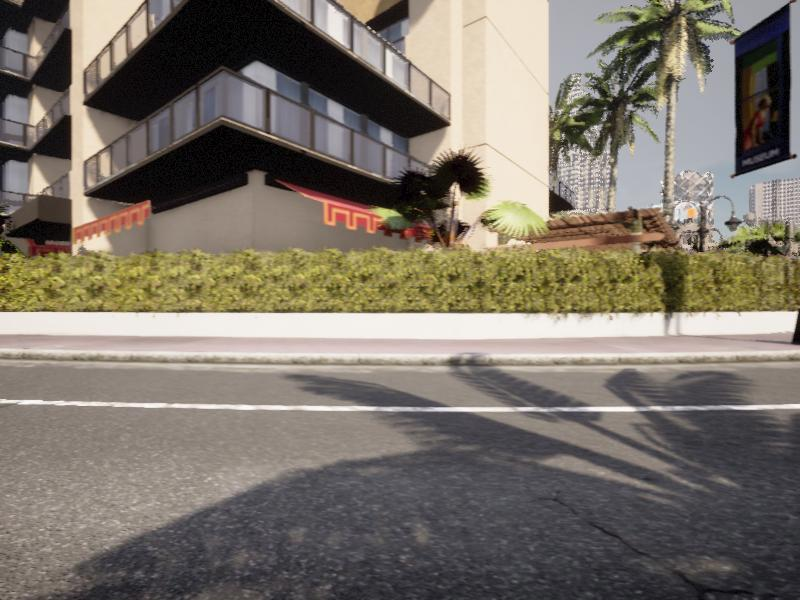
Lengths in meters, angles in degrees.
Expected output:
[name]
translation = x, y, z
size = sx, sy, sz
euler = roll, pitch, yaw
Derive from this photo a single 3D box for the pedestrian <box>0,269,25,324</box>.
[pedestrian]
translation = -13.866, -0.107, 14.036
size = 0.751, 1.860, 0.751
euler = 0, 0, 14
